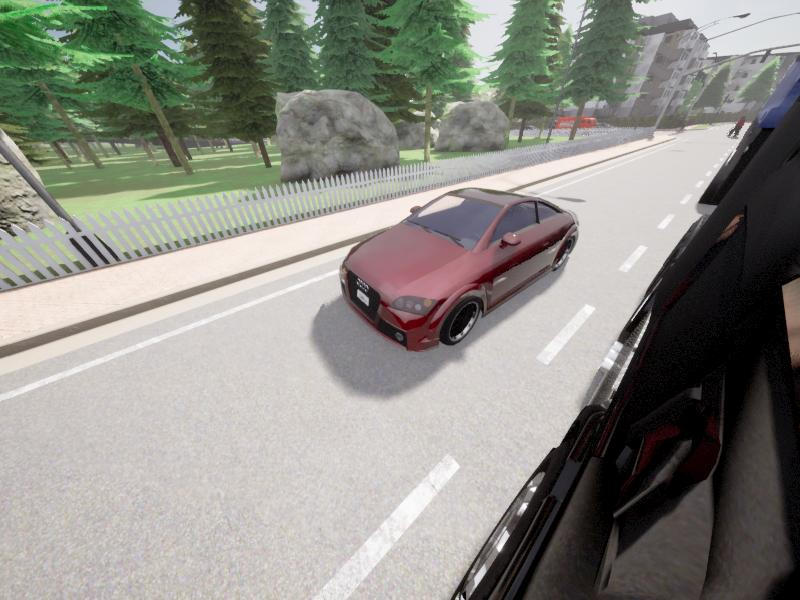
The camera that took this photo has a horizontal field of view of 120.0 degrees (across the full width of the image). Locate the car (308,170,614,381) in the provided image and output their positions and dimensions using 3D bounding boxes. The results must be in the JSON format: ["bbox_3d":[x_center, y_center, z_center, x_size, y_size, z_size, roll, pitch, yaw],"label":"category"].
[{"bbox_3d":[1.112,-0.949,3.699,4.181,1.385,1.994,-26,43,-28],"label":"car"}]

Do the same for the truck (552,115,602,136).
[{"bbox_3d":[27.676,-27.364,36.372,2.627,2.467,5.204,-26,43,-28],"label":"truck"}]

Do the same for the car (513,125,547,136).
[{"bbox_3d":[23.189,-30.322,41.420,1.837,1.490,4.892,-26,43,-28],"label":"car"}]

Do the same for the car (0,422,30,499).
[{"bbox_3d":[-4.471,1.841,0.128,3.988,1.617,1.851,-27,43,-29],"label":"car"}]

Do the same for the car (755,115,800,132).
[{"bbox_3d":[45.898,-20.323,26.558,1.801,1.575,5.366,-26,43,-28],"label":"car"}]

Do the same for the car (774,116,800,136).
[{"bbox_3d":[41.785,-17.361,22.865,5.366,1.575,1.801,-1,37,2],"label":"car"}]

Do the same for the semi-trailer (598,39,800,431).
[{"bbox_3d":[8.707,-3.602,4.214,14.254,4.402,2.717,-28,44,-30],"label":"semi-trailer"}]

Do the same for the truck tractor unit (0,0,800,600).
[{"bbox_3d":[2.645,-0.295,0.351,6.516,4.208,3.053,-28,44,-30],"label":"truck tractor unit"}]

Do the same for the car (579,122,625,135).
[{"bbox_3d":[31.963,-27.231,36.723,2.128,1.511,4.902,-26,43,-28],"label":"car"}]

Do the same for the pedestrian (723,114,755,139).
[{"bbox_3d":[33.102,-16.972,22.620,0.751,1.860,0.751,13,40,20],"label":"pedestrian"}]
